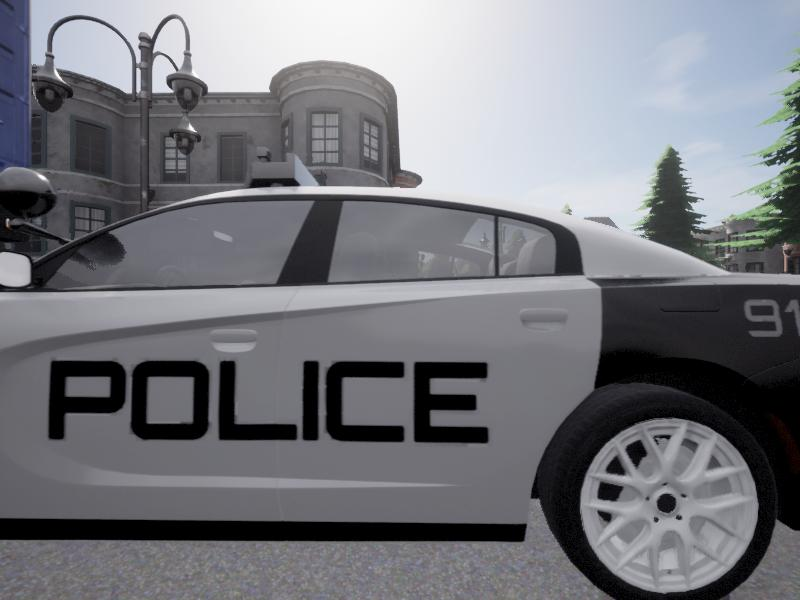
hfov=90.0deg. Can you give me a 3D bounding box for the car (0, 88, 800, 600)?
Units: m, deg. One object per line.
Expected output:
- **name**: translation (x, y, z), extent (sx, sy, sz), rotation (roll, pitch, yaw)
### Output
- **car**: translation (-0.686, 0.179, 2.208), extent (5.238, 1.638, 1.930), rotation (0, 0, 1)

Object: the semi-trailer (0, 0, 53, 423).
- **semi-trailer**: translation (-10.295, -1.218, 2.399), extent (14.254, 4.402, 2.717), rotation (0, 0, 1)
